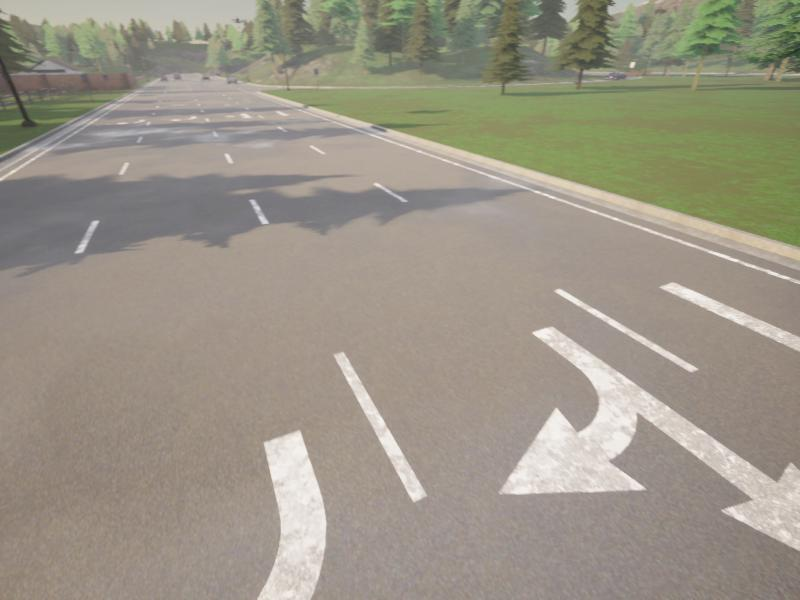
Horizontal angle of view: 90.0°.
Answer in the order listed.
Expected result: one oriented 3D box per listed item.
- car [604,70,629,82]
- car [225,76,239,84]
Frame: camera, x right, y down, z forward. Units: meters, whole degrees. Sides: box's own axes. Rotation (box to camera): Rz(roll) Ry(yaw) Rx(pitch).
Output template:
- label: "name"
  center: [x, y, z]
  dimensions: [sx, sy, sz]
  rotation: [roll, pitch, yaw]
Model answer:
- label: "car"
  center: [38.705, -40.088, 71.491]
  dimensions: [2.152, 1.651, 5.027]
  rotation: [25, 39, 36]
- label: "car"
  center: [-35.801, -46.854, 85.159]
  dimensions: [2.128, 1.511, 4.902]
  rotation: [-14, 33, -21]
